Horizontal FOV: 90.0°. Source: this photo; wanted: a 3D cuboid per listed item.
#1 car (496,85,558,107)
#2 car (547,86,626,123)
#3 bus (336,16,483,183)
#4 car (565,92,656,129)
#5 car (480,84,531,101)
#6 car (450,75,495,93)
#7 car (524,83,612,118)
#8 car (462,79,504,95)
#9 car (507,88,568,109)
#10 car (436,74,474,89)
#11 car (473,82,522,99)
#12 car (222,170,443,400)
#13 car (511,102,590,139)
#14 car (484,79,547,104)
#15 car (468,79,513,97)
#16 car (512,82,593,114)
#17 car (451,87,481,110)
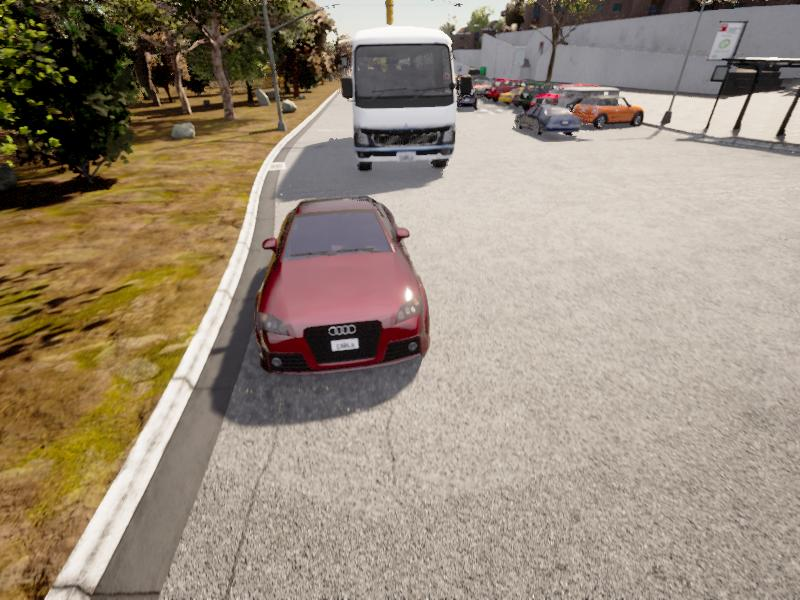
[{"bbox_3d":[11.861,-19.142,37.464,5.366,1.575,1.946,-13,33,-21],"label":"car"},{"bbox_3d":[12.505,-13.191,26.898,4.442,1.987,1.878,-12,33,-21],"label":"car"},{"bbox_3d":[-0.193,-8.177,16.111,3.944,4.253,10.273,-4,30,-4],"label":"bus"},{"bbox_3d":[12.776,-11.600,24.393,4.553,1.767,2.185,-12,33,-21],"label":"car"},{"bbox_3d":[11.231,-22.117,42.585,4.792,1.488,2.163,-13,33,-21],"label":"car"},{"bbox_3d":[10.007,-29.914,55.351,5.566,2.045,2.435,-13,32,-21],"label":"car"},{"bbox_3d":[12.370,-14.751,29.502,5.566,2.045,2.435,-12,33,-21],"label":"car"},{"bbox_3d":[10.443,-26.775,50.223,4.553,1.767,2.185,-13,32,-21],"label":"car"},{"bbox_3d":[11.925,-17.549,34.836,4.674,1.452,2.002,-13,33,-21],"label":"car"},{"bbox_3d":[8.981,-35.900,65.666,5.566,2.045,2.435,-13,33,-21],"label":"car"},{"bbox_3d":[10.970,-23.646,45.134,4.892,1.521,2.231,-13,33,-21],"label":"car"},{"bbox_3d":[-0.871,-0.662,5.779,1.994,1.385,4.181,-6,30,-6],"label":"car"},{"bbox_3d":[7.903,-9.834,21.707,2.033,1.411,5.357,-1,29,-3],"label":"car"},{"bbox_3d":[11.478,-20.842,39.862,5.566,2.045,2.435,-13,33,-21],"label":"car"},{"bbox_3d":[10.749,-25.274,47.660,4.553,1.767,2.185,-13,33,-21],"label":"car"},{"bbox_3d":[12.192,-16.288,32.116,5.566,2.045,2.435,-12,33,-21],"label":"car"},{"bbox_3d":[5.685,-17.733,35.152,2.163,1.488,4.792,2,31,3],"label":"car"}]
